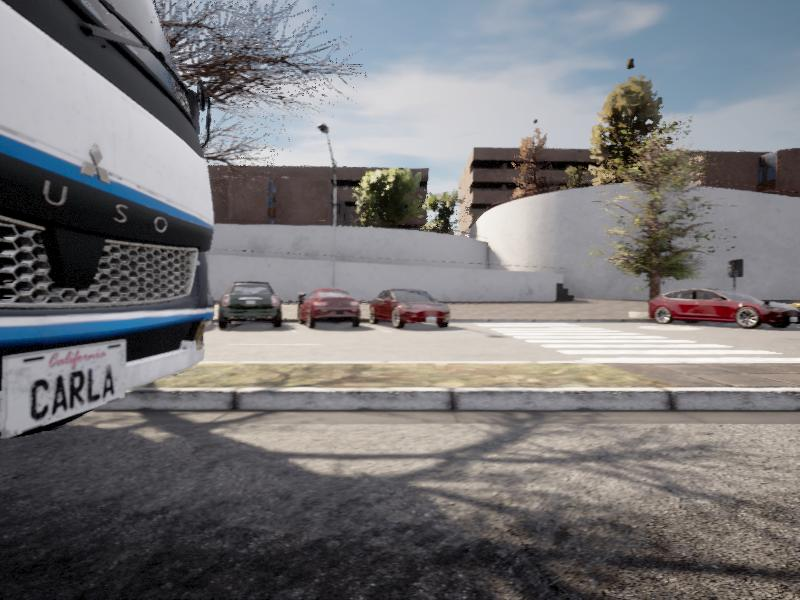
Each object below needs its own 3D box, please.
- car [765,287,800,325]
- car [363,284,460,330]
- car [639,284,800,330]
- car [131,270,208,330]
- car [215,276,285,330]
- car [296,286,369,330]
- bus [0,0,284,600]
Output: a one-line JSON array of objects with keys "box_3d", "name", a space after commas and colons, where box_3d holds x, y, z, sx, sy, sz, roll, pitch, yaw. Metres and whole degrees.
[{"box_3d": [18.157, 0.238, 15.698, 1.946, 1.575, 5.366, 0, -1, -20], "name": "car"}, {"box_3d": [0.227, 0.274, 15.525, 2.163, 1.488, 4.792, 1, -1, -20], "name": "car"}, {"box_3d": [12.233, 0.272, 15.509, 2.163, 1.488, 4.792, 1, -1, -20], "name": "car"}, {"box_3d": [-8.799, 0.023, 15.674, 1.878, 1.987, 4.442, 0, -1, -20], "name": "car"}, {"box_3d": [-5.764, 0.120, 15.531, 2.185, 1.767, 4.553, 0, -1, -20], "name": "car"}, {"box_3d": [-2.791, 0.286, 15.550, 2.002, 1.452, 4.674, 0, -1, -20], "name": "car"}, {"box_3d": [-6.237, -1.132, 1.827, 10.273, 4.253, 3.944, 0, 0, 0], "name": "bus"}]
